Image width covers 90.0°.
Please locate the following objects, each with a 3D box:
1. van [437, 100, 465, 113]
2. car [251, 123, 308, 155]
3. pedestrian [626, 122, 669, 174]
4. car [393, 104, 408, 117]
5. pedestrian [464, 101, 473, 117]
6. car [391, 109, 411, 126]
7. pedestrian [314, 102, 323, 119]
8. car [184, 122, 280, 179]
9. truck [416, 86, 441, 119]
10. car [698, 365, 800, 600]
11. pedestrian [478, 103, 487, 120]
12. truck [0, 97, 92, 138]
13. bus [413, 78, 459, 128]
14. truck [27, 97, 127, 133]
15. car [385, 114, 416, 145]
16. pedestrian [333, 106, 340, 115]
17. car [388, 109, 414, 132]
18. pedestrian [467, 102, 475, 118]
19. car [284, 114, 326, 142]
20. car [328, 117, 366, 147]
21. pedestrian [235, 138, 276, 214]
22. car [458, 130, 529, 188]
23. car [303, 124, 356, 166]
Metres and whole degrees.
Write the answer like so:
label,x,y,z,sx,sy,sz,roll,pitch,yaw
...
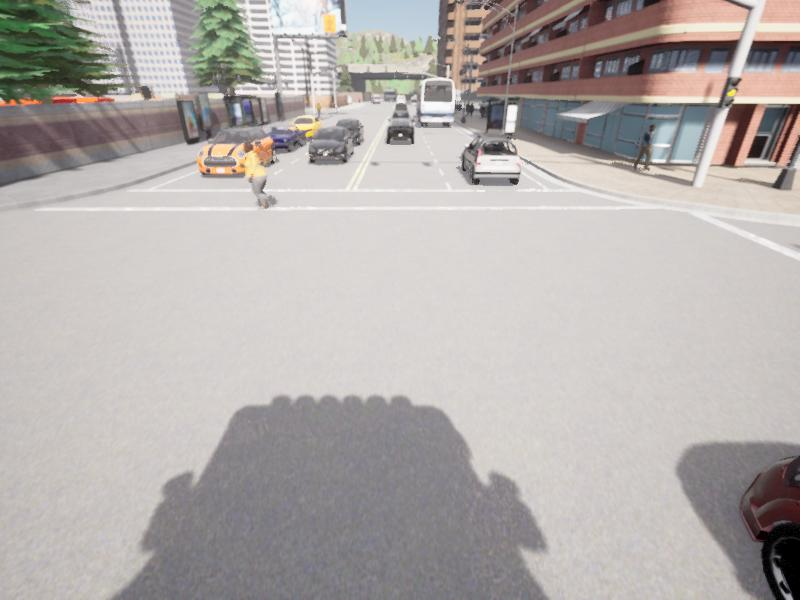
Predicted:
label,x,y,z,sx,sy,sz,roll,pitch,yaw
van,8.715,-33.066,68.398,4.442,1.987,1.775,0,27,0
car,-6.943,-9.572,23.618,1.895,1.301,4.718,0,27,0
pedestrian,9.972,-6.149,16.169,0.751,1.860,0.751,-4,28,-7
car,0.044,-27.363,57.740,1.801,1.575,5.366,-1,27,-2
pedestrian,9.406,-26.295,55.080,0.751,1.860,0.751,-6,28,-12
car,0.115,-19.747,43.233,2.033,1.411,5.357,0,27,0
pedestrian,-9.937,-23.278,49.067,0.751,1.860,0.751,2,27,3
car,-6.959,-6.574,17.285,2.097,1.767,4.553,0,27,0
truck,3.750,-27.008,54.645,2.891,3.827,8.468,1,27,1
car,3.494,2.026,1.187,1.994,1.385,4.181,0,27,0
pedestrian,9.946,-22.671,48.086,0.751,1.860,0.751,1,27,1
truck,-25.716,-12.925,28.290,5.204,2.467,2.615,0,27,0
bus,3.498,-20.969,42.519,3.944,4.253,10.273,0,27,0
truck,-25.712,-14.907,32.118,5.204,2.467,2.615,0,27,0
car,0.054,-12.026,28.050,1.930,1.638,5.238,0,27,0
pedestrian,-9.406,-28.135,59.395,0.751,1.300,0.751,3,28,6
car,0.094,-16.540,36.730,2.242,1.667,4.611,0,27,0
pedestrian,9.107,-24.275,51.175,0.751,1.860,0.751,0,27,-1
car,-6.924,-12.866,29.717,1.882,1.535,5.008,0,27,0
car,-3.433,-11.343,26.856,1.837,1.490,4.892,0,27,0
pedestrian,-3.969,-3.437,11.096,0.751,1.860,0.751,-6,28,-12
car,3.538,-5.729,15.957,1.851,1.617,3.988,0,27,0
car,-3.448,-8.029,20.454,1.837,1.490,4.892,0,27,0
